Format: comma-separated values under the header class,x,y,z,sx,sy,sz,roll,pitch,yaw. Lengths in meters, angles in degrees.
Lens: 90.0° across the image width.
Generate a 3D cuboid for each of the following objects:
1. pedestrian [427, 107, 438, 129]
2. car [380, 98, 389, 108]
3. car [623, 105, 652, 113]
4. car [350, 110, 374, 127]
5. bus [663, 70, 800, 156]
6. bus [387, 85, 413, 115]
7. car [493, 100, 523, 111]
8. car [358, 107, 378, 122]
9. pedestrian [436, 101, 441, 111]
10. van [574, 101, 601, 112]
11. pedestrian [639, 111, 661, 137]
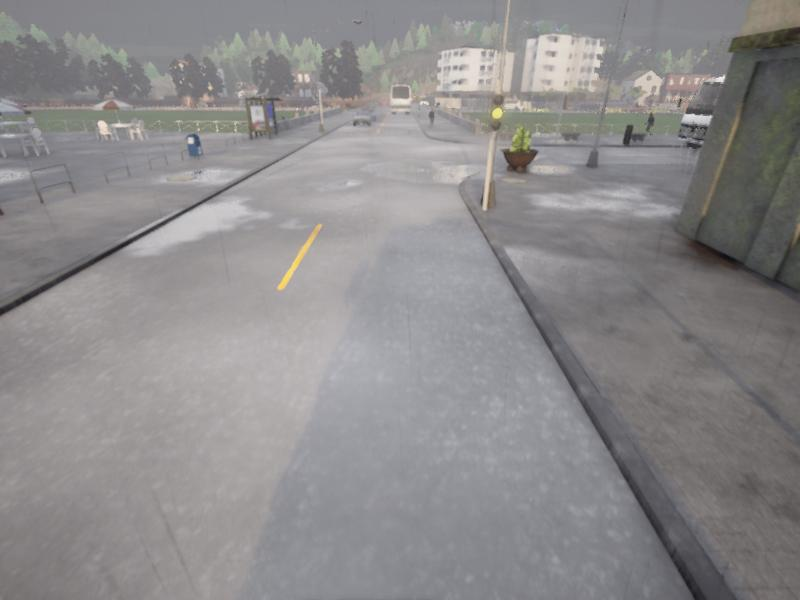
class,x,y,z,sx,sy,sz,roll,pitch,yaw
pedestrian,2.941,-16.679,36.662,0.751,1.860,0.751,10,29,18
car,-3.798,-49.640,100.608,2.150,2.045,5.566,0,27,0
car,46.946,-37.857,79.176,4.181,1.385,1.994,0,27,0
car,-3.904,-19.299,42.456,2.033,1.411,5.357,0,27,0
bus,22.463,-10.987,23.587,10.273,4.253,3.944,0,27,-1
bus,0.024,-33.623,67.169,3.944,4.253,10.273,0,27,0
car,22.255,-40.146,82.556,5.566,2.045,2.150,0,27,0
car,-3.901,-22.943,49.379,2.007,1.525,4.514,0,27,0
pedestrian,7.458,-37.615,77.583,0.751,1.860,0.751,10,29,19
van,38.665,-40.011,82.587,4.442,1.987,1.775,0,27,0
pedestrian,19.554,-13.782,31.329,0.751,1.860,0.751,0,27,0
